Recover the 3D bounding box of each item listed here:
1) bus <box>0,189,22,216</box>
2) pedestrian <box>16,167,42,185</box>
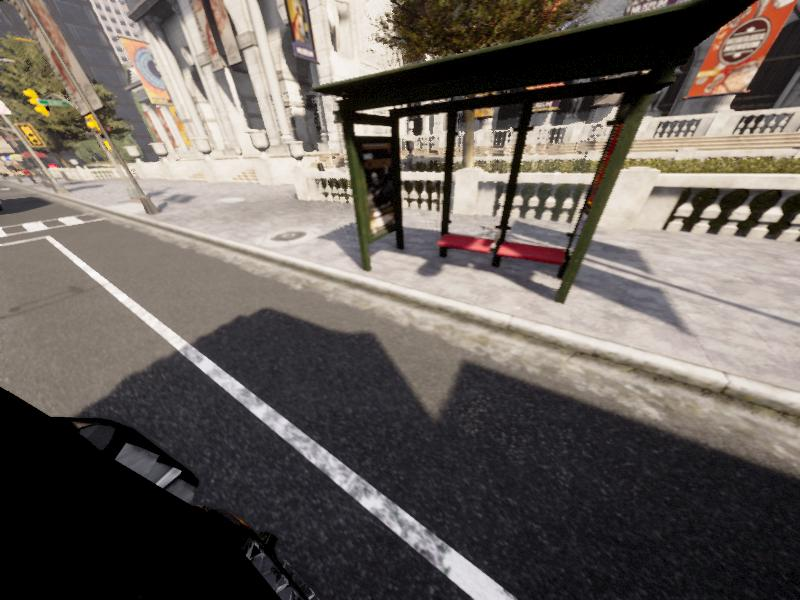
[{"bbox_3d":[-26.698,-7.025,12.686,10.273,4.253,3.944,17,38,27],"label":"bus"},{"bbox_3d":[-45.574,-15.273,28.389,0.751,1.860,0.751,-26,40,-31],"label":"pedestrian"}]
